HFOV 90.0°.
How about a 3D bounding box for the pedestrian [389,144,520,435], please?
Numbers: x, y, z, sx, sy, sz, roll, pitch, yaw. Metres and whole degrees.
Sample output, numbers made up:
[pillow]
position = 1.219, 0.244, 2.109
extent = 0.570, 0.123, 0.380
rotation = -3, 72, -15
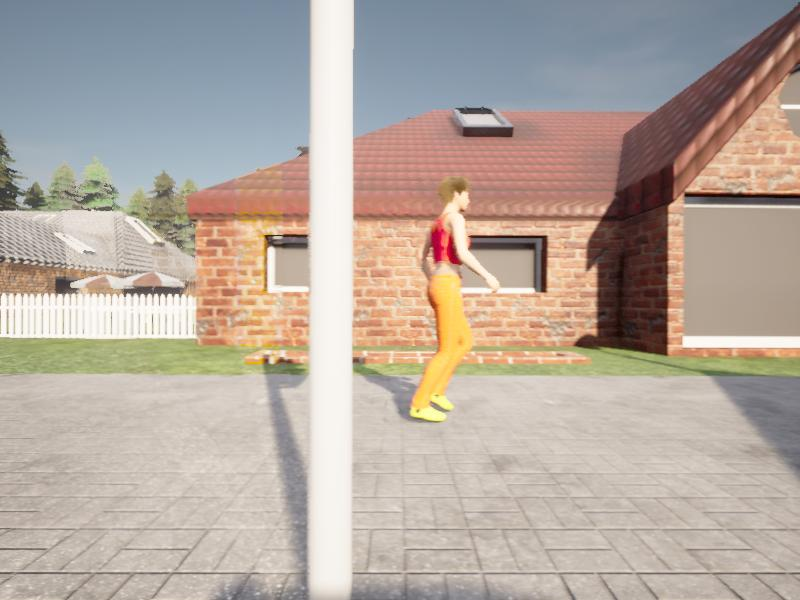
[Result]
[pedestrian]
position = 0.364, -0.066, 3.001
extent = 0.751, 1.860, 0.751
rotation = 0, 0, -13
